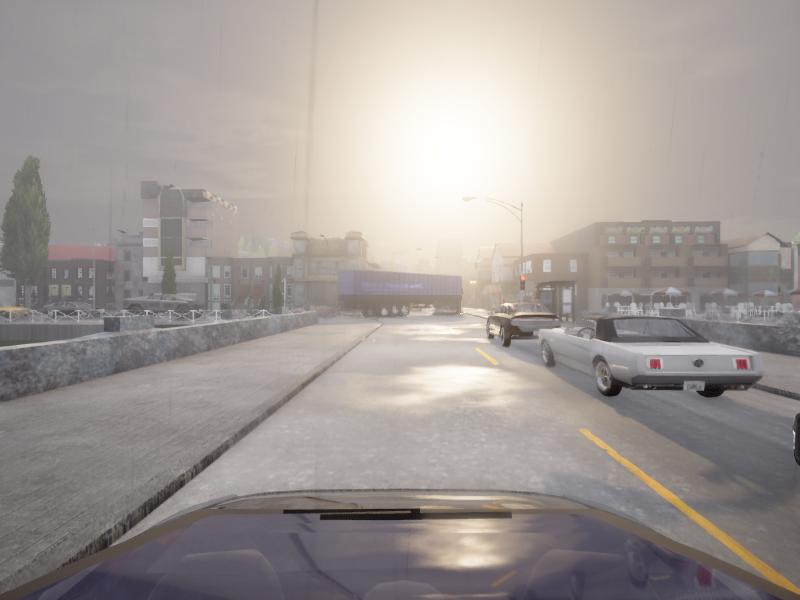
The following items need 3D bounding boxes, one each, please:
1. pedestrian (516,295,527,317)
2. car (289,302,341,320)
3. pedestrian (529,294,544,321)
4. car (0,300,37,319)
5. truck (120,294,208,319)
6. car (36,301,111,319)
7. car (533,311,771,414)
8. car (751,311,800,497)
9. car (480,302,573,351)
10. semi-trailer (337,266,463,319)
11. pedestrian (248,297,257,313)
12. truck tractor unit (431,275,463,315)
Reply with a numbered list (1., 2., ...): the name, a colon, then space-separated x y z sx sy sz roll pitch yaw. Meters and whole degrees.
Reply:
1. pedestrian: 10.323 0.533 33.970 0.751 1.860 0.751 0 0 34
2. car: -7.220 0.918 34.243 4.181 1.385 1.994 -1 -1 -9
3. pedestrian: 9.433 0.533 27.634 0.751 1.860 0.751 0 0 -6
4. car: -35.539 0.801 35.340 5.366 1.575 1.801 0 0 2
5. truck: -20.415 0.542 34.832 6.274 2.098 2.390 0 0 2
6. car: -28.550 0.836 35.105 4.902 1.511 2.128 0 0 2
7. car: 4.303 0.944 7.966 1.895 1.301 4.718 0 0 2
8. car: 4.079 0.844 1.222 1.837 1.490 4.892 0 0 2
9. car: 4.438 0.836 14.911 2.128 1.511 4.902 0 0 3
10. semi-trailer: 0.589 -0.625 39.057 14.254 4.402 2.717 0 0 -43
11. pedestrian: -16.687 0.547 45.165 0.751 1.860 0.751 0 0 0
12. truck tractor unit: 5.363 -0.524 45.019 3.053 4.208 6.516 0 0 11
